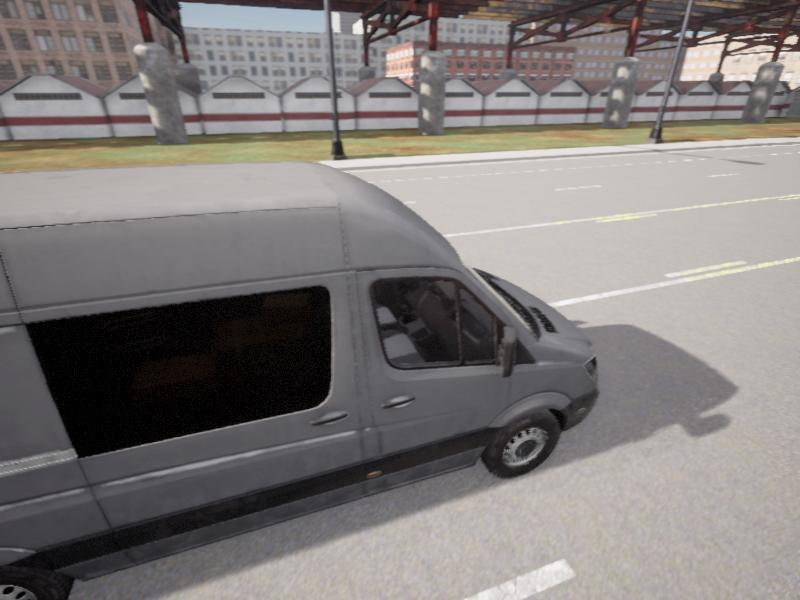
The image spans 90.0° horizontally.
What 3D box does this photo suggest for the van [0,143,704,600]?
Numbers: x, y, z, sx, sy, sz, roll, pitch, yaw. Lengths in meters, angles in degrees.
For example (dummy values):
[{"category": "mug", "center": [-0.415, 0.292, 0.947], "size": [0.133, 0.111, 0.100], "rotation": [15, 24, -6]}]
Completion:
[{"category": "van", "center": [-1.094, 0.318, 3.222], "size": [5.915, 2.561, 1.988], "rotation": [-9, 29, -17]}]
